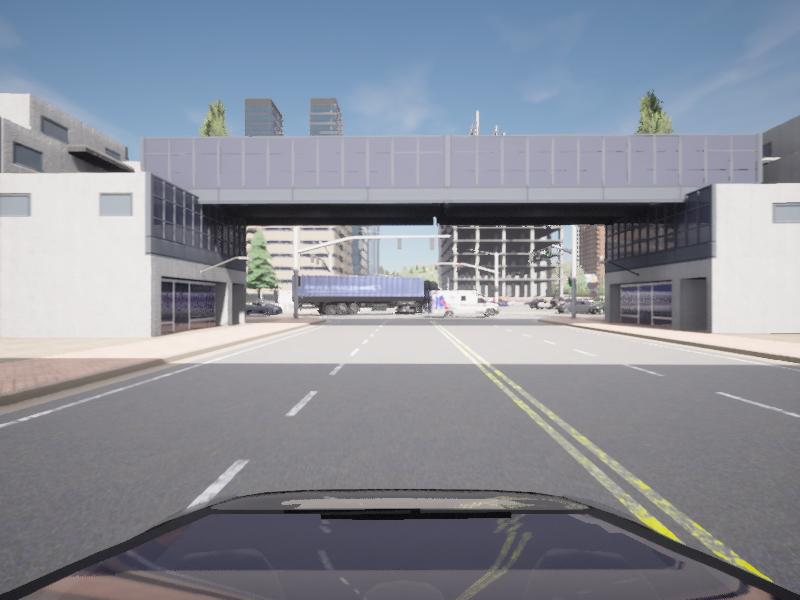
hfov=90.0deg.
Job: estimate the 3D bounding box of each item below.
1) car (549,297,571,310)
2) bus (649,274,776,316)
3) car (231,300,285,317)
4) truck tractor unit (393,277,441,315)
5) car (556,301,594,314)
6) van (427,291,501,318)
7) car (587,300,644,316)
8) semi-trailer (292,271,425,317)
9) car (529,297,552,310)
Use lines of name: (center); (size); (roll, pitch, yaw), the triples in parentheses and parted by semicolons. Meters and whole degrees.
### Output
car: (24.344, 0.560, 61.095); (1.905, 1.878, 3.866); (0, 0, 1)
bus: (33.095, -0.492, 42.803); (10.273, 4.253, 3.944); (0, 0, 2)
car: (-14.244, 0.797, 40.296); (4.611, 1.667, 2.242); (0, 0, 1)
truck tractor unit: (2.150, -0.473, 47.607); (3.053, 4.208, 6.516); (0, 0, 31)
car: (20.445, 0.873, 46.879); (3.633, 1.501, 1.845); (0, 0, 1)
van: (5.745, 0.415, 36.639); (6.366, 2.431, 2.351); (0, 0, 0)
car: (23.256, 0.823, 43.313); (5.027, 1.651, 2.152); (0, 0, 1)
semi-trailer: (-4.137, -0.581, 43.164); (14.254, 4.402, 2.717); (0, 0, -28)
car: (21.451, 0.557, 61.197); (1.932, 1.855, 4.605); (0, 0, 1)
